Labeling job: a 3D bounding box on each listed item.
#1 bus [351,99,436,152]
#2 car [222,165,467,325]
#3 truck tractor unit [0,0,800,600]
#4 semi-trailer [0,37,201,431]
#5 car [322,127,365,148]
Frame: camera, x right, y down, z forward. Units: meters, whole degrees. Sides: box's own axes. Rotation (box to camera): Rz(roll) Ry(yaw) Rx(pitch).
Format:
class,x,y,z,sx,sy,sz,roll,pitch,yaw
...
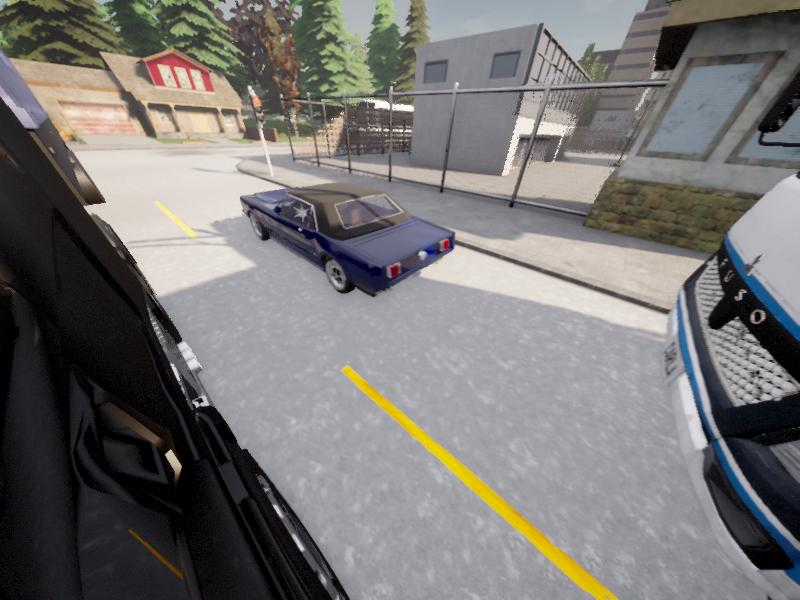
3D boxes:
class,x,y,z,sx,sy,sz,roll,pitch,yaw
bus,-0.412,-20.561,27.505,3.944,4.253,10.273,28,44,30
car,-1.376,-1.586,4.602,4.718,1.301,1.895,30,44,31
truck tractor unit,-2.645,-0.295,0.351,6.516,4.208,3.053,28,44,30
semi-trailer,-8.664,-3.637,4.248,14.254,4.402,2.717,29,44,30
car,-6.529,-19.268,27.347,1.932,1.855,4.605,28,43,29
